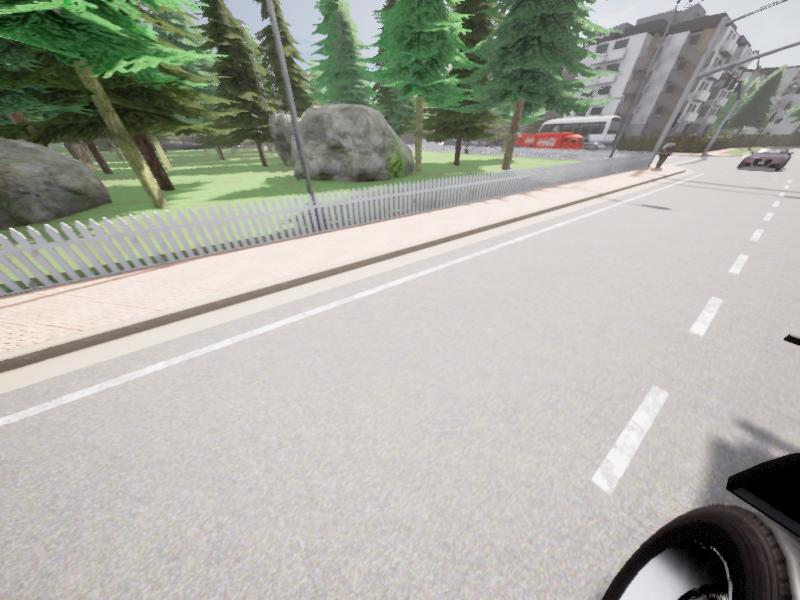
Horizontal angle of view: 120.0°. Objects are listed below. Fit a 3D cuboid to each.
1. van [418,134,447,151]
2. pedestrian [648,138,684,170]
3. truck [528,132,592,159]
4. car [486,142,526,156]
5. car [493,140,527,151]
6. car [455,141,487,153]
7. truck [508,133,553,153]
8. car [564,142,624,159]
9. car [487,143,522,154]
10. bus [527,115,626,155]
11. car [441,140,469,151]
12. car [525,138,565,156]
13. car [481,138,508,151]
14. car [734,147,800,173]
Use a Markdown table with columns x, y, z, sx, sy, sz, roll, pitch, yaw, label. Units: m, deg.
| x | y | z | sx | sy | sz | roll | pitch | yaw | label |
| --- | --- | --- | --- | --- | --- | --- | --- | --- | --- |
| 6.161 | -30.230 | 44.330 | 1.988 | 2.561 | 5.915 | -21 | 40 | -26 | van |
| 18.511 | -10.179 | 16.118 | 0.751 | 1.860 | 0.751 | -22 | 40 | -27 | pedestrian |
| 19.062 | -18.681 | 27.898 | 2.627 | 2.467 | 5.204 | -21 | 40 | -26 | truck |
| 15.090 | -21.833 | 33.250 | 1.837 | 1.490 | 4.892 | -21 | 40 | -26 | car |
| 20.139 | -28.584 | 42.647 | 1.801 | 1.575 | 5.366 | -21 | 40 | -26 | car |
| 11.545 | -24.999 | 37.772 | 1.837 | 1.490 | 4.892 | -21 | 40 | -26 | car |
| 20.485 | -24.890 | 36.653 | 2.627 | 2.467 | 5.204 | -21 | 40 | -26 | truck |
| 23.339 | -18.213 | 28.010 | 2.128 | 1.511 | 4.902 | -21 | 40 | -26 | car |
| 16.559 | -24.183 | 36.724 | 1.895 | 1.301 | 4.718 | -21 | 40 | -26 | car |
| 25.660 | -24.604 | 34.636 | 3.944 | 4.253 | 10.273 | -21 | 40 | -26 | bus |
| 10.533 | -29.698 | 44.315 | 2.152 | 1.651 | 5.027 | -21 | 40 | -26 | car |
| 20.053 | -21.299 | 32.086 | 1.905 | 1.878 | 3.866 | -21 | 40 | -26 | car |
| 16.831 | -27.922 | 41.488 | 1.905 | 1.878 | 3.866 | -21 | 40 | -26 | car |
| 27.532 | -10.601 | 17.319 | 4.181 | 1.385 | 1.994 | -21 | 40 | -26 | car |
